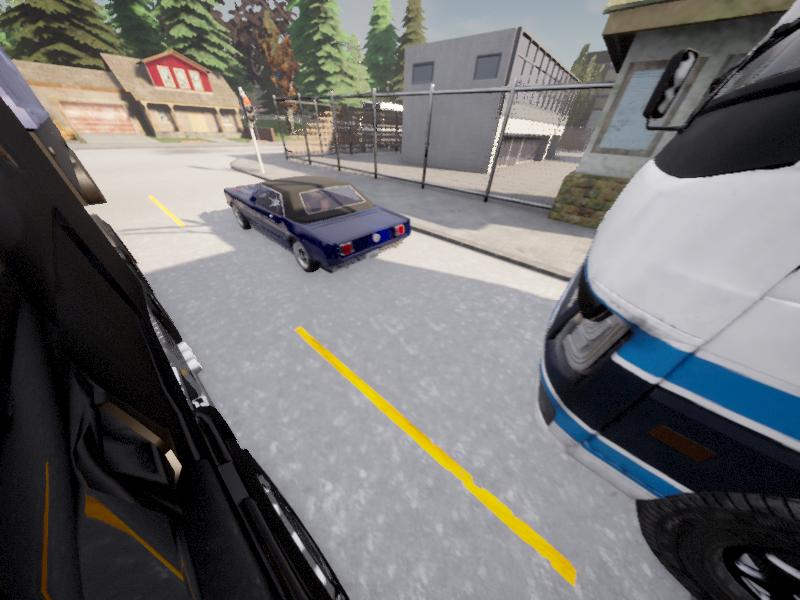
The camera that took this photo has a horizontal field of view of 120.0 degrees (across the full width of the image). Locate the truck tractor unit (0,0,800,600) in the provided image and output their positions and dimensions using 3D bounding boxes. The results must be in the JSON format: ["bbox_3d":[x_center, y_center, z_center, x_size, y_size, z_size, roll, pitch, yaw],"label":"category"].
[{"bbox_3d":[-2.645,-0.295,0.351,6.516,4.208,3.053,28,44,30],"label":"truck tractor unit"}]

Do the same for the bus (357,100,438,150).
[{"bbox_3d":[0.005,-21.671,28.996,3.944,4.253,10.273,28,44,30],"label":"bus"}]

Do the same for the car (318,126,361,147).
[{"bbox_3d":[-7.172,-19.670,27.830,1.932,1.855,4.605,28,43,29],"label":"car"}]

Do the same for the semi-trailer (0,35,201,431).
[{"bbox_3d":[-8.657,-3.642,4.255,14.254,4.402,2.717,29,44,30],"label":"semi-trailer"}]

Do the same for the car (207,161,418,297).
[{"bbox_3d":[-2.101,-1.976,5.075,4.718,1.301,1.895,30,45,31],"label":"car"}]
